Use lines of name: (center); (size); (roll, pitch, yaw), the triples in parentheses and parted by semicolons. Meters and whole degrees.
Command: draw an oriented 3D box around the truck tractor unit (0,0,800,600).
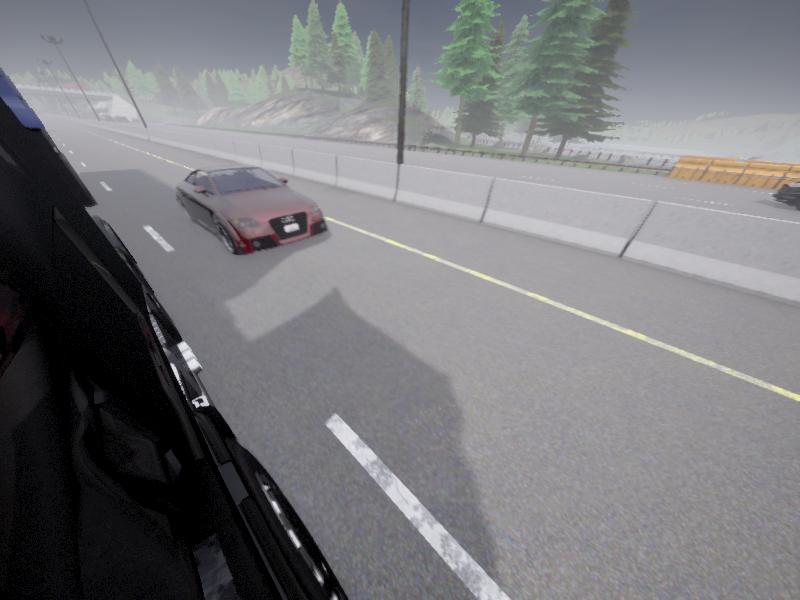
truck tractor unit: (-2.645, -0.295, 0.351); (6.516, 4.208, 3.053); (28, 44, 30)

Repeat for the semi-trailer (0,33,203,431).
semi-trailer: (-8.761, -3.553, 4.180); (14.254, 4.402, 2.717); (27, 43, 29)

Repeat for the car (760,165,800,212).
car: (18.806, -3.965, 8.924); (5.008, 1.535, 1.882); (31, 45, 32)

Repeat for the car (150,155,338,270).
car: (-3.695, -2.386, 5.494); (4.181, 1.385, 1.994); (27, 43, 29)
